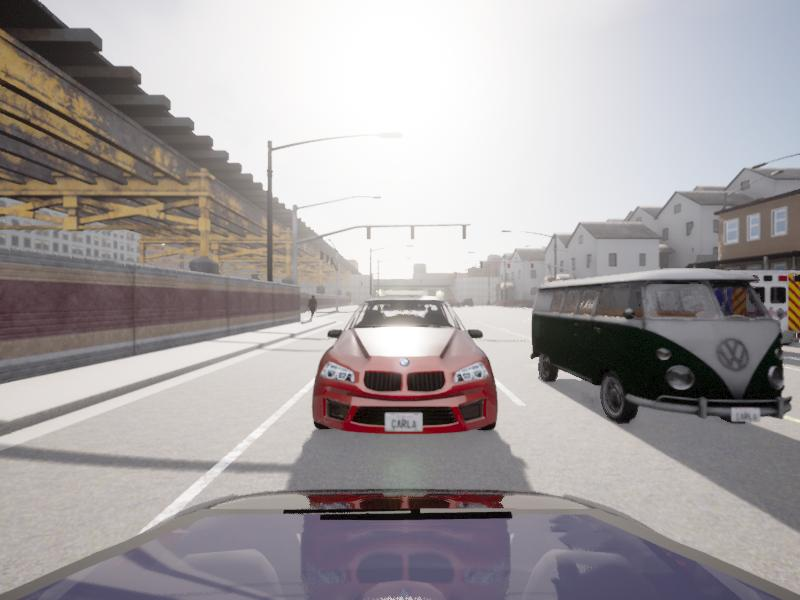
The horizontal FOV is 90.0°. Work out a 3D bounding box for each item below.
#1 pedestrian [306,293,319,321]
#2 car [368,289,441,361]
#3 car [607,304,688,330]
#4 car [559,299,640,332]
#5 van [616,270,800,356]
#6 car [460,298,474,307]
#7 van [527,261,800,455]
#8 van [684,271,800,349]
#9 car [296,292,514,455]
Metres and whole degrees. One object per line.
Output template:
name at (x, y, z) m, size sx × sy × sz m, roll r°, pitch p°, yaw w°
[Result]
pedestrian at (-5.928, 0.466, 27.095) m, size 0.751 × 1.860 × 0.751 m, roll 0°, pitch 0°, yaw -1°
car at (0.138, 0.636, 12.384) m, size 1.905 × 1.878 × 3.866 m, roll 0°, pitch 0°, yaw 1°
car at (14.148, 0.927, 23.260) m, size 1.895 × 1.301 × 4.718 m, roll 0°, pitch 0°, yaw 2°
car at (10.738, 0.762, 22.015) m, size 2.033 × 1.649 × 4.856 m, roll 0°, pitch 0°, yaw 1°
van at (10.662, 0.368, 14.453) m, size 2.351 × 2.431 × 6.366 m, roll 0°, pitch 0°, yaw 1°
car at (14.932, 0.511, 89.366) m, size 2.150 × 2.045 × 5.566 m, roll 0°, pitch 0°, yaw 1°
van at (3.578, 0.593, 6.330) m, size 1.775 × 1.987 × 4.442 m, roll 0°, pitch 0°, yaw 1°
van at (14.162, 0.311, 15.647) m, size 1.988 × 2.561 × 5.915 m, roll 0°, pitch 0°, yaw 1°
car at (0.079, 0.751, 6.428) m, size 2.242 × 1.667 × 4.611 m, roll 0°, pitch 0°, yaw 1°
